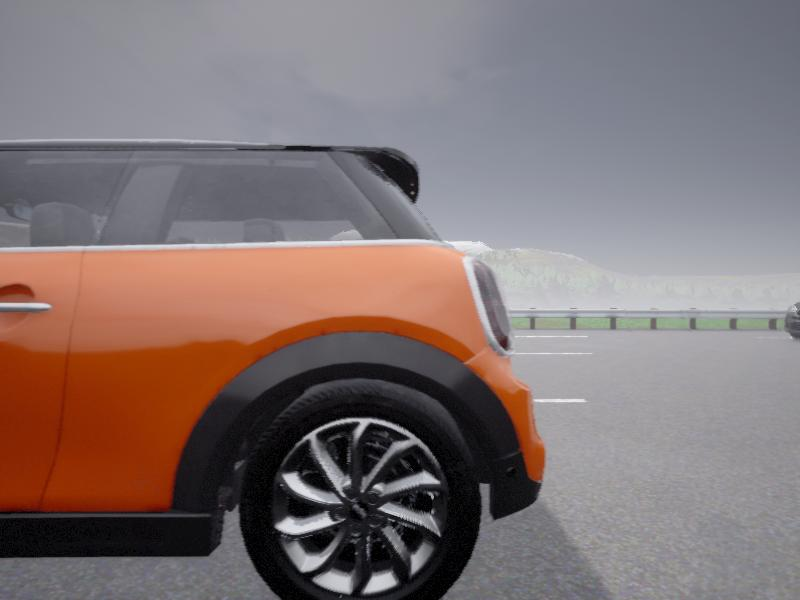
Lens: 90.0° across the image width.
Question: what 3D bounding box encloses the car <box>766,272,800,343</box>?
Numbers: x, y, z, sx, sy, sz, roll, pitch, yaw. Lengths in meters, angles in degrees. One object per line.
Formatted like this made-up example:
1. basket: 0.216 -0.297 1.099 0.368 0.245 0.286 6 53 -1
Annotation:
1. car: 11.767 0.198 9.203 4.611 1.667 2.242 0 0 0

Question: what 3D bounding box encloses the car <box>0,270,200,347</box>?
1. car: -7.723 0.174 9.198 5.366 1.575 1.801 0 0 0

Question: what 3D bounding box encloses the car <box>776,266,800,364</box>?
1. car: 8.754 0.253 5.700 5.008 1.535 1.882 0 0 0

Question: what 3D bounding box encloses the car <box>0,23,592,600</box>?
1. car: -1.726 0.087 2.199 4.553 1.767 2.097 0 0 0

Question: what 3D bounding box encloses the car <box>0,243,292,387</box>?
1. car: -4.348 0.166 5.697 5.027 1.651 2.152 0 0 0
